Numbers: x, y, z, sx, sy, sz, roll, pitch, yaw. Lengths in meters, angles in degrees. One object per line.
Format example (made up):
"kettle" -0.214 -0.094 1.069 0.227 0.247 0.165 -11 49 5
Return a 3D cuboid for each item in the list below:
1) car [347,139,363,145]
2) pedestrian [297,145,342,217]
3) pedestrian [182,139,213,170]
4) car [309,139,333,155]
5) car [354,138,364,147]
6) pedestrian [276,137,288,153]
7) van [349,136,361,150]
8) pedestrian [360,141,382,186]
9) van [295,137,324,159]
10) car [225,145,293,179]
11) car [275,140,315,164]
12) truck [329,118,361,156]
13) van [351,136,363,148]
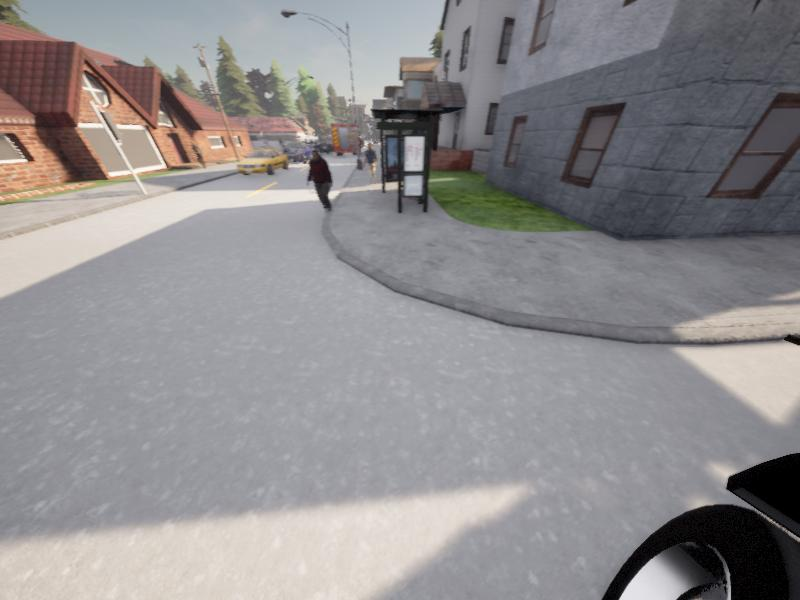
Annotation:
"car" -13.742 -48.316 70.533 2.128 1.511 4.902 19 40 24
"pedestrian" -2.417 -3.660 7.155 0.751 1.860 0.751 6 36 8
"pedestrian" -14.728 -10.617 16.871 0.751 1.860 0.751 0 36 0
"car" -11.409 -22.395 33.723 2.242 1.667 4.611 -3 36 -4
"car" -9.580 -37.122 54.338 1.930 1.638 5.238 -3 36 -4
"pedestrian" -16.410 -21.530 32.126 0.751 1.860 0.751 -3 36 -4
"van" -8.461 -29.699 43.665 1.775 1.987 4.442 -3 36 -4
"pedestrian" -1.394 -6.720 11.417 0.751 1.860 0.751 7 36 9
"van" -10.812 -18.546 28.024 2.069 2.038 4.480 -3 36 -4
"car" -9.468 -9.760 16.136 1.801 1.575 5.366 -2 36 -3
"car" -10.249 -14.758 22.941 2.097 1.767 4.553 -3 36 -4
"truck" -7.259 -22.353 31.812 2.891 3.827 8.468 -3 36 -4
"van" -8.977 -33.188 48.495 2.069 2.038 4.480 -3 36 -4
